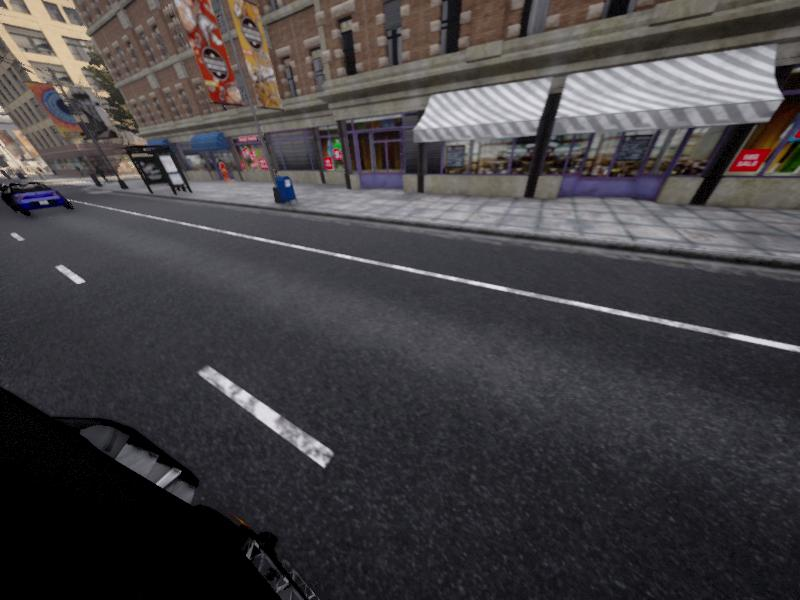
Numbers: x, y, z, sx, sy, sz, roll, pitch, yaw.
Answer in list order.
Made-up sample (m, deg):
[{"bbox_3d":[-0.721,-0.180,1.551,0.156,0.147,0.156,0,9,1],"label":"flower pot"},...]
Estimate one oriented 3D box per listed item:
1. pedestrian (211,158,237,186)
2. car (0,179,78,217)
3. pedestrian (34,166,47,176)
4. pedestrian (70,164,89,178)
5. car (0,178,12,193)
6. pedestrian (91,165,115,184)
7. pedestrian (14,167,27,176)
[{"bbox_3d":[-13.927,-10.159,18.322,0.751,1.860,0.751,18,39,28],"label":"pedestrian"},{"bbox_3d":[-20.529,-5.783,12.904,4.193,1.474,1.816,15,38,25],"label":"car"},{"bbox_3d":[-79.219,-28.453,50.888,0.751,1.860,0.751,16,38,26],"label":"pedestrian"},{"bbox_3d":[-52.046,-20.979,37.544,0.751,1.860,0.751,5,34,12],"label":"pedestrian"},{"bbox_3d":[-41.975,-11.645,23.334,4.514,1.525,2.007,15,38,25],"label":"car"},{"bbox_3d":[-34.186,-14.429,26.582,0.751,1.860,0.751,12,36,22],"label":"pedestrian"},{"bbox_3d":[-96.819,-32.718,58.937,0.751,1.860,0.751,16,38,26],"label":"pedestrian"}]
